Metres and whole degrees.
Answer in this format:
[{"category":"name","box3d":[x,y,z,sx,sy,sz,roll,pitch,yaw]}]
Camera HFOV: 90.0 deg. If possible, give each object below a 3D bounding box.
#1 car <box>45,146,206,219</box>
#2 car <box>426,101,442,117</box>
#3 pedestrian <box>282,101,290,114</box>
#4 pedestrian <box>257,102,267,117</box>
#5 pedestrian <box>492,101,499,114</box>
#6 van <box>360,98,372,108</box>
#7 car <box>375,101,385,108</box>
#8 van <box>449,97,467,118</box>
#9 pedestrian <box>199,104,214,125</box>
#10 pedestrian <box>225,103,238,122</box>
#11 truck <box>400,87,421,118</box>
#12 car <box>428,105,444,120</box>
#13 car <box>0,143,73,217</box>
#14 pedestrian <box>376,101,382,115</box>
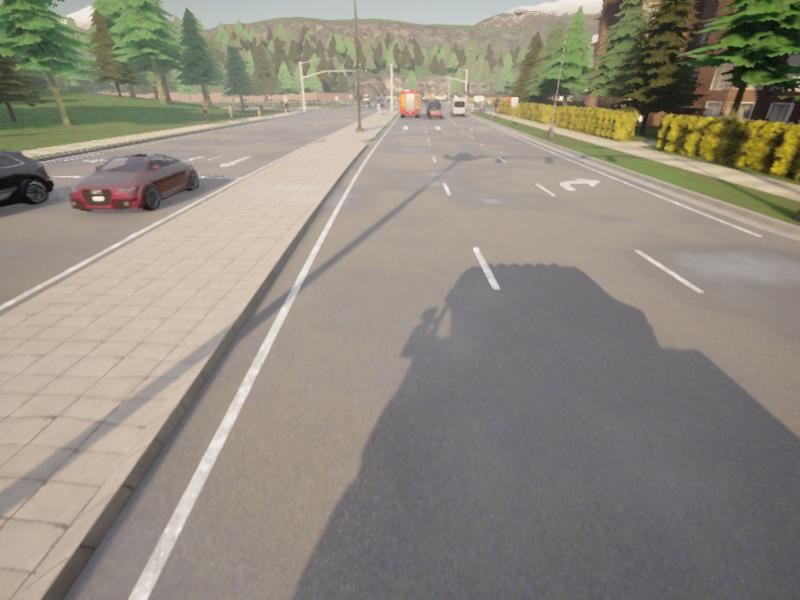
[{"category":"car","box3d":[-8.066,-3.772,12.388,1.994,1.385,4.181,0,27,0]},{"category":"car","box3d":[5.086,-28.827,60.323,2.150,2.045,5.566,1,27,2]},{"category":"pedestrian","box3d":[-17.700,-30.013,62.284,0.751,1.860,0.751,4,28,8]},{"category":"pedestrian","box3d":[-18.659,-25.800,54.108,0.751,1.860,0.751,1,27,2]},{"category":"pedestrian","box3d":[15.448,-31.232,64.864,0.751,1.860,0.751,1,27,2]},{"category":"van","box3d":[-8.085,-46.948,95.410,2.069,2.038,4.480,1,27,3]},{"category":"car","box3d":[-4.624,-46.276,94.830,1.994,1.385,4.181,1,27,3]},{"category":"van","box3d":[8.573,-28.740,59.636,1.988,2.561,5.915,1,27,2]},{"category":"pedestrian","box3d":[-19.350,-18.517,39.977,0.751,1.860,0.751,2,27,3]},{"category":"pedestrian","box3d":[-18.828,-20.926,44.653,0.751,1.860,0.751,2,27,3]},{"category":"truck","box3d":[1.555,-29.161,59.005,2.891,3.827,8.468,1,27,2]},{"category":"car","box3d":[4.810,-25.367,54.088,1.851,1.617,3.988,1,27,2]},{"category":"car","box3d":[-12.027,-3.054,10.690,2.033,1.649,4.856,4,27,7]},{"category":"pedestrian","box3d":[-3.174,-28.881,60.199,0.751,1.860,0.751,-9,29,-16]}]
